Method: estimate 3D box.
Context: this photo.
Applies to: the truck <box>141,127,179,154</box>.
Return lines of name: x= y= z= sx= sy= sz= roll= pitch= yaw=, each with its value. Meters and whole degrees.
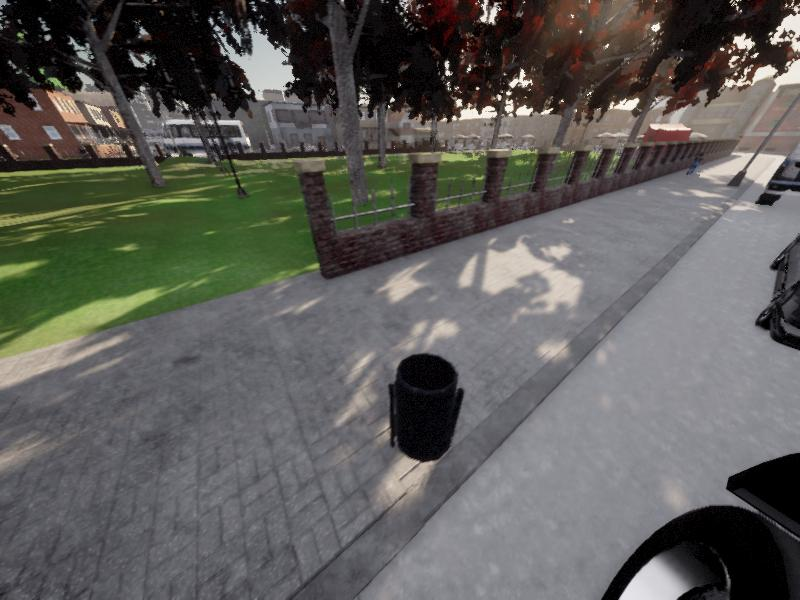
truck: x=-43.604 y=-29.221 z=42.344 sx=2.891 sy=3.827 sz=8.468 roll=-22 pitch=41 yaw=-28

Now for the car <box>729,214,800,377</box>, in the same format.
car: x=7.029 y=-0.361 z=3.148 sx=5.357 sy=1.411 sz=2.033 roll=-22 pitch=41 yaw=-28

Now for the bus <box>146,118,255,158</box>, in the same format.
bus: x=-27.301 y=-22.875 z=32.830 sx=10.273 sy=4.253 sz=3.944 roll=-13 pitch=36 yaw=-17

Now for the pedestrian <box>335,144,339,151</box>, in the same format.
pedestrian: x=-12.416 y=-30.107 z=45.481 sx=0.500 sy=1.100 sz=0.500 roll=-24 pitch=42 yaw=-30

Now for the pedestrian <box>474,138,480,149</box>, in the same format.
pedestrian: x=16.063 y=-32.663 z=48.193 sx=0.751 sy=1.860 sz=0.751 roll=-22 pitch=41 yaw=-28

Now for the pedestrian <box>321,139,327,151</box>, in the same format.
pedestrian: x=-14.669 y=-29.998 z=44.686 sx=0.751 sy=1.860 sz=0.751 roll=-12 pitch=37 yaw=-16

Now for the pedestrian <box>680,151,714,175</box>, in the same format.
pedestrian: x=19.266 y=-8.907 z=15.013 sx=0.751 sy=1.300 sz=0.751 roll=-23 pitch=41 yaw=-28

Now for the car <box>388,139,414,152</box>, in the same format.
car: x=0.269 y=-29.799 z=44.489 sx=4.605 sy=1.855 sz=1.932 roll=-23 pitch=41 yaw=-28

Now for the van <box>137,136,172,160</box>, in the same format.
van: x=-34.075 y=-21.256 z=32.213 sx=2.351 sy=2.431 sz=6.366 roll=-28 pitch=43 yaw=-30

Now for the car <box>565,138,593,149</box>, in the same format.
car: x=37.124 y=-32.550 z=48.070 sx=1.905 sy=1.878 sz=3.866 roll=-22 pitch=41 yaw=-28

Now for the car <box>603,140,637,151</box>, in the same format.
car: x=41.269 y=-29.036 z=43.480 sx=1.851 sy=1.617 sz=3.988 roll=-22 pitch=41 yaw=-28

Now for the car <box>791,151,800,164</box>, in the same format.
car: x=40.319 y=-14.251 z=22.336 sx=5.238 sy=1.638 sz=1.930 roll=-23 pitch=41 yaw=-28

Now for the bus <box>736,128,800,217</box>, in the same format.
bus: x=17.970 y=-6.002 z=8.570 sx=10.273 sy=4.253 sz=3.944 roll=-23 pitch=41 yaw=-28

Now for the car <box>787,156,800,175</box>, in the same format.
car: x=29.320 y=-9.838 z=15.958 sx=3.866 sy=1.878 sz=1.905 roll=-23 pitch=41 yaw=-28

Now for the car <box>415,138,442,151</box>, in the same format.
car: x=5.850 y=-32.044 z=47.477 sx=5.566 sy=2.045 sz=2.150 roll=-24 pitch=42 yaw=-30

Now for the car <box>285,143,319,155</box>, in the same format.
car: x=-16.478 y=-25.548 z=38.983 sx=4.674 sy=1.442 sz=1.812 roll=-23 pitch=41 yaw=-28
